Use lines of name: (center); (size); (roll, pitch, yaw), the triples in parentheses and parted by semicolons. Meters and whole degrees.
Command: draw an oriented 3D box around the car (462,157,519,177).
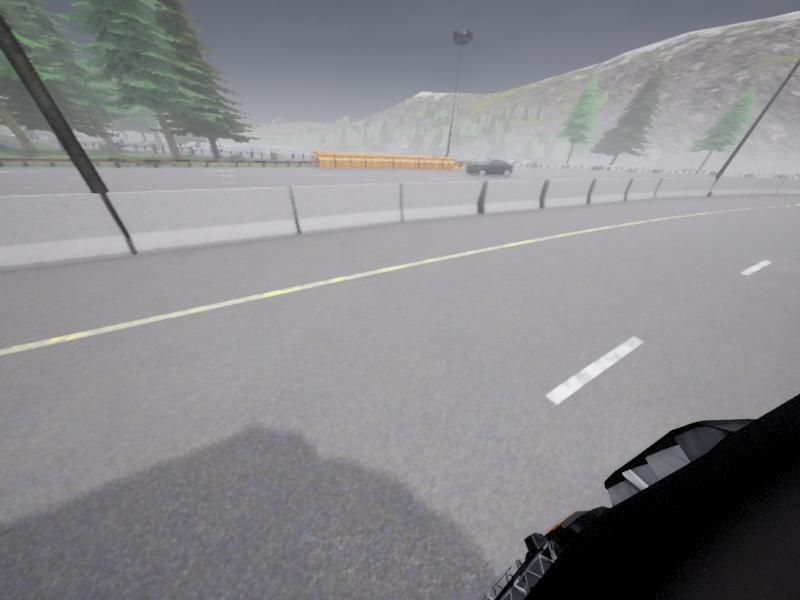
car: (8.943, -13.130, 22.892); (5.008, 1.535, 1.882); (-11, 36, -20)
